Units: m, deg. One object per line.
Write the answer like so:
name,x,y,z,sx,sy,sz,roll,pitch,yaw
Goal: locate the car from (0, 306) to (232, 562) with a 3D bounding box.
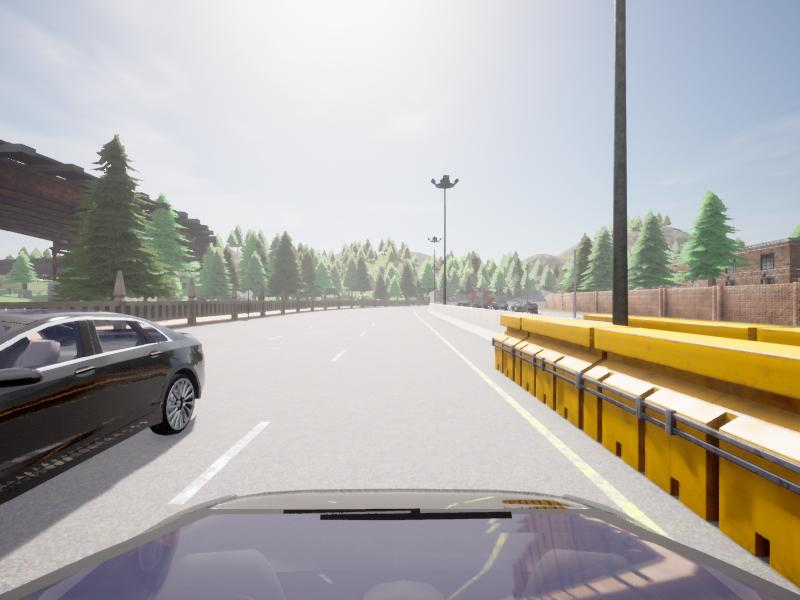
car,-3.500,0.837,3.363,2.128,1.511,4.902,0,0,0
